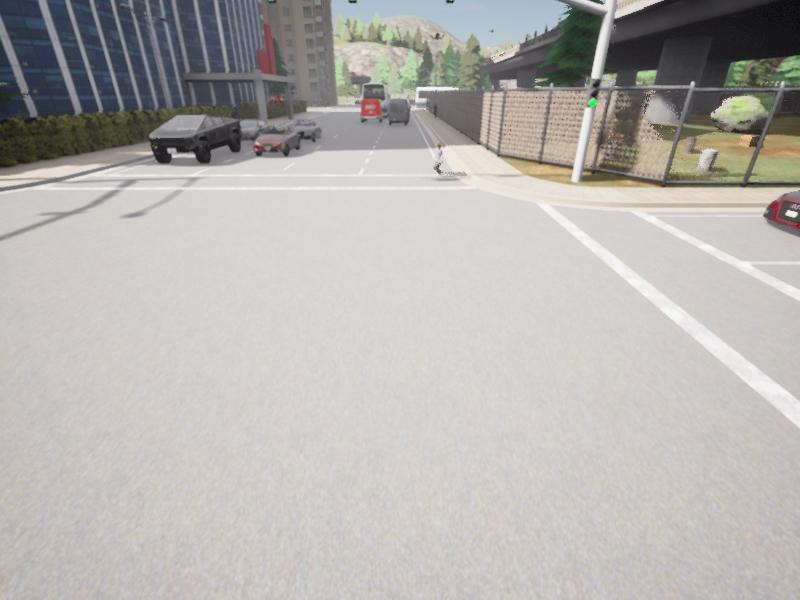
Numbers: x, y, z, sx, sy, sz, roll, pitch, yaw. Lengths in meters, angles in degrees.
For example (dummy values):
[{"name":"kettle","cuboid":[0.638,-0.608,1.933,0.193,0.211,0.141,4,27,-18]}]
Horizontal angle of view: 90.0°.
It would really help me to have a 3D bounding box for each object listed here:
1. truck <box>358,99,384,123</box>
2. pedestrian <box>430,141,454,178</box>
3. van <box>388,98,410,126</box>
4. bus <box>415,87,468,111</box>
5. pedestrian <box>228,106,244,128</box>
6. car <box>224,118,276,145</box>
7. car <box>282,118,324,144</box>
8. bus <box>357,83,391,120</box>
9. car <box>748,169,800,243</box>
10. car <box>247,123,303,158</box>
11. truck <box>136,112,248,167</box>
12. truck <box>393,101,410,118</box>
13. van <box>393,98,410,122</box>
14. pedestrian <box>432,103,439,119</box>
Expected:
[{"name":"truck","cuboid":[-3.297,-22.410,47.366,2.627,2.467,5.204,0,27,0]},{"name":"pedestrian","cuboid":[1.654,-5.643,16.048,0.751,1.300,0.751,-4,27,-7]},{"name":"van","cuboid":[-0.077,-20.679,43.938,1.988,2.561,5.915,2,27,3]},{"name":"bus","cuboid":[8.245,-40.730,81.098,10.273,4.253,3.944,0,27,0]},{"name":"pedestrian","cuboid":[-15.386,-17.202,37.549,0.751,1.860,0.751,6,28,12]},{"name":"car","cuboid":[-10.376,-11.856,28.009,1.812,1.442,4.674,0,27,0]},{"name":"car","cuboid":[-6.882,-12.245,28.846,1.994,1.385,4.181,0,27,-1]},{"name":"bus","cuboid":[-3.384,-27.592,55.486,3.944,4.253,10.273,0,27,0]},{"name":"car","cuboid":[11.378,-2.188,9.435,4.181,1.385,1.994,1,27,2]},{"name":"car","cuboid":[-6.898,-9.087,22.599,1.816,1.474,4.193,0,27,0]},{"name":"truck","cuboid":[-10.406,-8.547,20.871,2.390,2.098,6.274,0,27,0]},{"name":"truck","cuboid":[0.250,-28.174,58.966,2.390,2.098,6.274,0,27,0]},{"name":"van","cuboid":[0.223,-24.514,51.382,1.988,2.561,5.915,0,27,0]},{"name":"pedestrian","cuboid":[4.421,-23.545,49.853,0.751,1.860,0.751,1,27,3]}]
